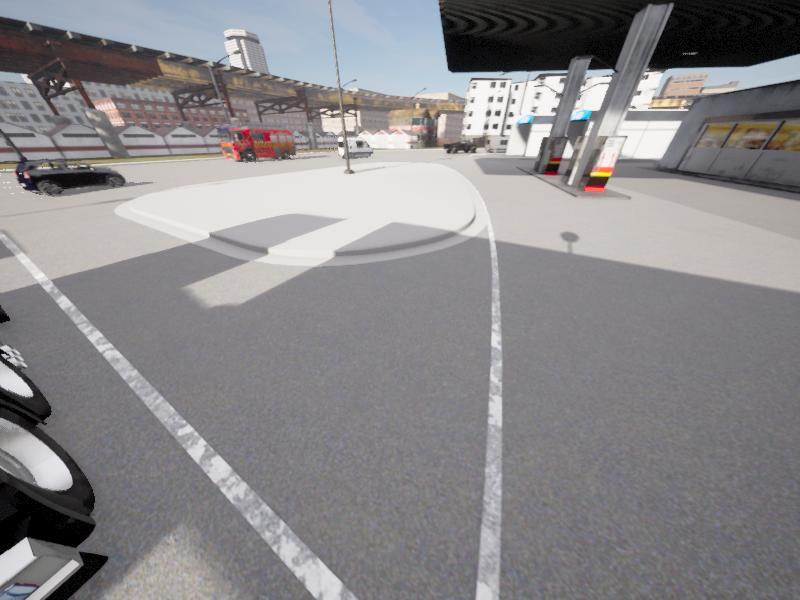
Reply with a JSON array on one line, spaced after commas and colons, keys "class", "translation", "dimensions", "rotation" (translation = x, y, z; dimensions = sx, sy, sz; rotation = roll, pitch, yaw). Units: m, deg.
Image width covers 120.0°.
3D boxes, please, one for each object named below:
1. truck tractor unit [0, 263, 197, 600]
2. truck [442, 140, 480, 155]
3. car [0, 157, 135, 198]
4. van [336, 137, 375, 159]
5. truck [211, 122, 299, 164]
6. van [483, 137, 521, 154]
[{"class": "truck tractor unit", "translation": [-5.109, -0.303, 0.779], "dimensions": [6.516, 4.208, 3.053], "rotation": [18, 39, 24]}, {"class": "truck", "translation": [11.183, -28.041, 42.331], "dimensions": [6.274, 2.098, 2.390], "rotation": [-15, 37, -20]}, {"class": "car", "translation": [-17.627, -6.757, 12.490], "dimensions": [1.845, 1.501, 3.633], "rotation": [12, 37, 18]}, {"class": "van", "translation": [-6.319, -22.329, 33.877], "dimensions": [1.988, 2.561, 5.915], "rotation": [20, 40, 27]}, {"class": "truck", "translation": [-17.712, -19.833, 29.253], "dimensions": [2.891, 3.827, 8.468], "rotation": [18, 39, 25]}, {"class": "van", "translation": [19.329, -29.384, 43.813], "dimensions": [5.915, 2.561, 1.988], "rotation": [-5, 35, -7]}]
